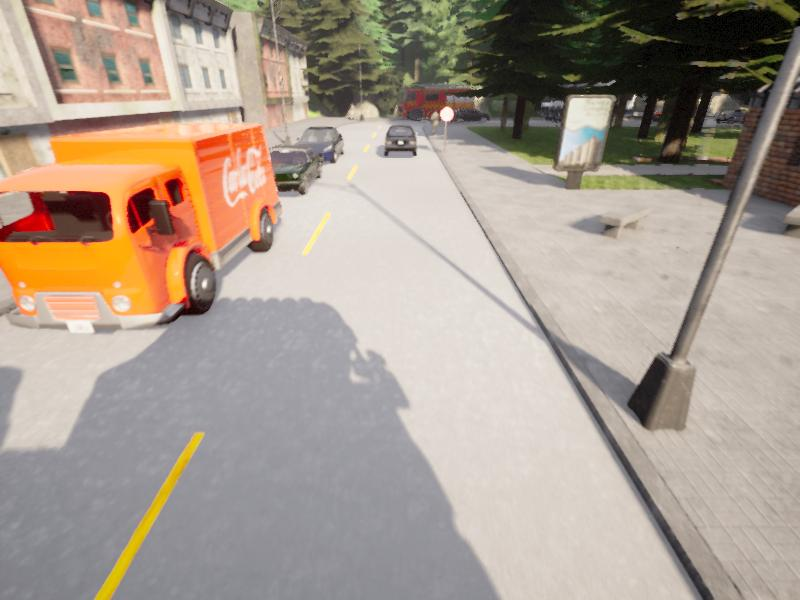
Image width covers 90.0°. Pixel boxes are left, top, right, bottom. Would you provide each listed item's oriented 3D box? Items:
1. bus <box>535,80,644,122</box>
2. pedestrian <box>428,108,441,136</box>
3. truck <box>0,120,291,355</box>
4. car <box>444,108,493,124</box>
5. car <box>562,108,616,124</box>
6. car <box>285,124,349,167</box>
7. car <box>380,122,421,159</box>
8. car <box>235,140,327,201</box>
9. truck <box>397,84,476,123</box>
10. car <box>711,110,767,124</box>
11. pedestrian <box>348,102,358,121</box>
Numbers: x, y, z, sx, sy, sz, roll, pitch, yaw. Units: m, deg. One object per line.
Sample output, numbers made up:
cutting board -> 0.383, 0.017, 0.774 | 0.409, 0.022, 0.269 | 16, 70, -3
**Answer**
bus -> 21.921, -23.376, 47.071 | 10.273, 4.253, 3.944 | 0, 27, 0
pedestrian -> 2.581, -13.265, 29.829 | 0.751, 1.860, 0.751 | 9, 29, 17
truck -> -3.988, -1.592, 6.923 | 2.627, 2.467, 5.204 | 0, 27, 0
car -> 7.479, -20.174, 43.837 | 4.892, 1.490, 1.837 | -7, 27, -13
car -> 20.866, -20.380, 44.294 | 4.892, 1.490, 1.837 | 0, 27, 0
car -> -3.969, -7.875, 20.104 | 2.163, 1.488, 4.792 | 0, 27, 0
car -> 0.037, -9.096, 22.568 | 2.033, 1.411, 5.357 | 0, 27, 0
car -> -3.969, -4.743, 14.272 | 1.895, 1.301, 4.718 | 0, 27, 0
truck -> 4.104, -22.740, 46.242 | 8.468, 3.827, 2.891 | -6, 28, -12
car -> 37.558, -20.312, 44.371 | 4.181, 1.385, 1.994 | 0, 27, 0
pedestrian -> -5.401, -21.506, 45.673 | 0.751, 1.860, 0.751 | -18, 32, -31
